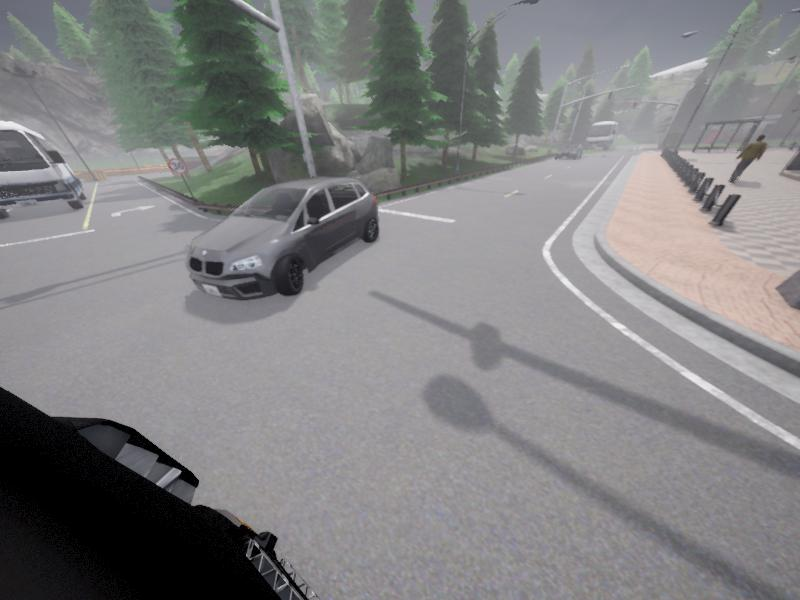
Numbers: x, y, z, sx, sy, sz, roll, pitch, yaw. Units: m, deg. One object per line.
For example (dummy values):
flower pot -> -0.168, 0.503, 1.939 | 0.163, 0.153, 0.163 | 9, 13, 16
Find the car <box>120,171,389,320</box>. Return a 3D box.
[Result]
car -> -2.309, -1.781, 5.339 | 2.242, 1.667, 4.611 | 11, 36, 20

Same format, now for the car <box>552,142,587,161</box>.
car -> 20.318, -17.772, 27.606 | 2.242, 1.667, 4.611 | 24, 42, 35

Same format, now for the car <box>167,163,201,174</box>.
car -> -40.090, -24.509, 42.972 | 1.994, 1.385, 4.181 | 24, 42, 35

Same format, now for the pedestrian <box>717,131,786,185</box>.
pedestrian -> 14.705, -5.965, 9.756 | 0.751, 1.860, 0.751 | 23, 42, 34

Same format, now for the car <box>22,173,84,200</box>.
car -> -29.128, -9.723, 19.632 | 4.902, 1.511, 2.128 | 25, 43, 35

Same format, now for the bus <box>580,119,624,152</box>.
bus -> 37.155, -30.041, 42.385 | 3.944, 4.253, 10.273 | 24, 42, 35

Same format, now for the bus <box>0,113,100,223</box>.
bus -> -22.402, -7.828, 13.747 | 10.273, 4.253, 3.944 | 25, 43, 35

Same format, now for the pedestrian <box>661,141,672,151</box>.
pedestrian -> 36.665, -21.123, 31.769 | 0.500, 1.100, 0.500 | -28, 41, -32

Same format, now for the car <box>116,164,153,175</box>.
car -> -56.815, -28.046, 49.544 | 1.837, 1.490, 4.892 | 24, 42, 35
